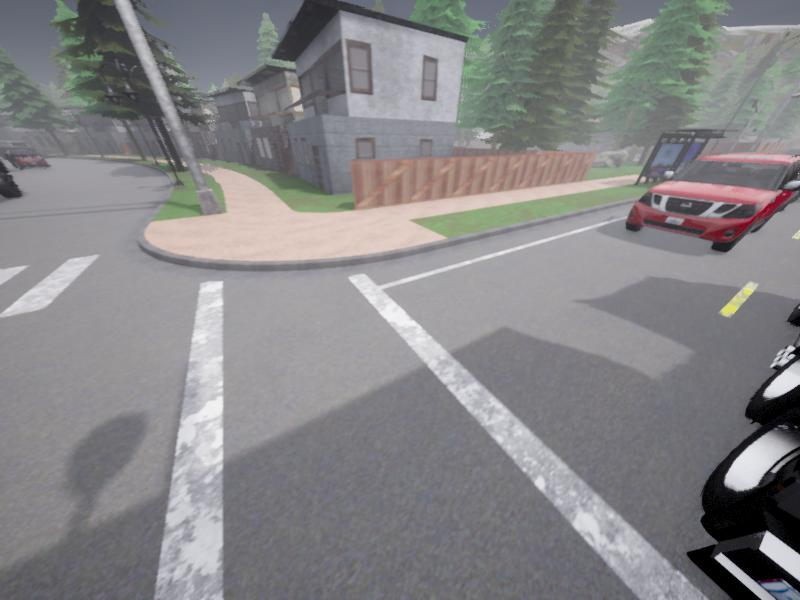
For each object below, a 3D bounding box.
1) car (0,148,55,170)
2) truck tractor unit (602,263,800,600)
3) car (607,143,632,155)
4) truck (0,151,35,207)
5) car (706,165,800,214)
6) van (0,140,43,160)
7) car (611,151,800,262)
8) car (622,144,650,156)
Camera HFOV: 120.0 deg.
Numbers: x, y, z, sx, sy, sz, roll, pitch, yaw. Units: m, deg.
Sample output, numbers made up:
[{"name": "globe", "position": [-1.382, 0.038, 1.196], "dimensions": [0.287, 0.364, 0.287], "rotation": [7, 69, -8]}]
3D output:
[{"name": "car", "position": [-33.065, -12.527, 20.427], "dimensions": [3.633, 1.501, 1.845], "rotation": [19, 39, 25]}, {"name": "truck tractor unit", "position": [5.113, -0.296, 0.796], "dimensions": [6.516, 4.208, 3.053], "rotation": [-18, 39, -24]}, {"name": "car", "position": [43.690, -30.023, 45.974], "dimensions": [3.866, 1.878, 1.905], "rotation": [-19, 39, -25]}, {"name": "truck", "position": [-17.047, -4.307, 8.210], "dimensions": [2.390, 2.098, 6.274], "rotation": [-24, 42, -31]}, {"name": "car", "position": [16.205, -5.011, 10.246], "dimensions": [4.181, 1.385, 1.994], "rotation": [-18, 39, -24]}, {"name": "van", "position": [-48.191, -18.728, 28.830], "dimensions": [4.442, 1.987, 1.775], "rotation": [10, 36, 13]}, {"name": "car", "position": [9.283, -3.047, 6.741], "dimensions": [5.566, 2.045, 2.150], "rotation": [-18, 39, -24]}, {"name": "car", "position": [45.329, -28.909, 44.378], "dimensions": [4.605, 1.855, 1.932], "rotation": [-19, 39, -25]}]
